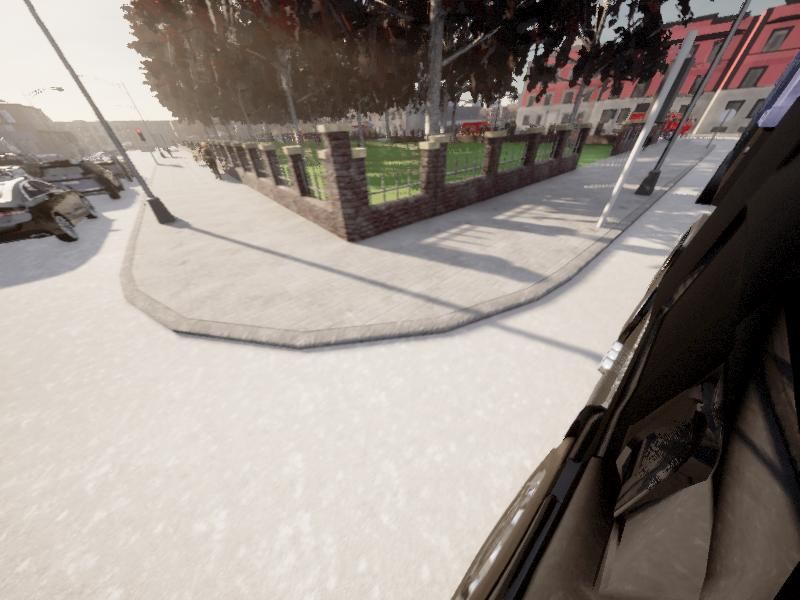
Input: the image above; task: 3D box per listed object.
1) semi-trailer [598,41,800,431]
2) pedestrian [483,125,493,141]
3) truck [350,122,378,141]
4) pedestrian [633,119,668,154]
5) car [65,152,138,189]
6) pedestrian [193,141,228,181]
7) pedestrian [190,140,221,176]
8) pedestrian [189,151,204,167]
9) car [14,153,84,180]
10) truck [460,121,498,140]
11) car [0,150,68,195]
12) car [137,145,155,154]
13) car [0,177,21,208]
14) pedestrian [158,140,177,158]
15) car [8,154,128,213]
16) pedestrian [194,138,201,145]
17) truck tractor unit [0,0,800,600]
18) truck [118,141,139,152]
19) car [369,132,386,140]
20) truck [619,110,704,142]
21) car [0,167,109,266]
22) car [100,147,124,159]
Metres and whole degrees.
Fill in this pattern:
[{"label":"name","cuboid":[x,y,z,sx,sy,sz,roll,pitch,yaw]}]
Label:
[{"label":"semi-trailer","cuboid":[8.688,-3.606,4.247,14.254,4.402,2.717,-28,44,-30]},{"label":"pedestrian","cuboid":[12.881,-24.454,33.831,0.751,1.860,0.751,-28,44,-30]},{"label":"truck","cuboid":[-9.708,-44.857,61.480,2.891,3.827,8.468,-28,44,-30]},{"label":"pedestrian","cuboid":[17.012,-11.123,15.727,0.751,1.860,0.751,-26,43,-28]},{"label":"car","cuboid":[-19.059,-8.584,15.058,2.128,1.511,4.902,-30,45,-32]},{"label":"pedestrian","cuboid":[-10.664,-7.843,13.041,0.751,1.860,0.751,-27,43,-29]},{"label":"pedestrian","cuboid":[-12.467,-9.088,14.819,0.751,1.860,0.751,-28,43,-29]},{"label":"pedestrian","cuboid":[-17.193,-11.876,19.480,0.500,1.100,0.500,-28,44,-30]},{"label":"car","cuboid":[-28.376,-11.015,18.905,1.837,1.490,4.892,-28,43,-30]},{"label":"truck","cuboid":[13.361,-28.739,39.245,2.627,2.467,5.204,-28,44,-30]},{"label":"car","cuboid":[-23.026,-7.773,13.909,1.932,1.855,4.605,-26,43,-28]},{"label":"car","cuboid":[-53.890,-31.981,49.006,1.970,1.475,3.806,-28,44,-30]},{"label":"car","cuboid":[-18.471,-4.228,9.189,2.128,1.511,4.902,-28,44,-30]},{"label":"pedestrian","cuboid":[-29.299,-19.008,29.142,0.751,1.860,0.751,-17,39,-19]},{"label":"car","cuboid":[-14.705,-5.592,10.685,2.033,1.649,4.856,-29,44,-31]},{"label":"pedestrian","cuboid":[-62.761,-49.212,71.639,0.751,1.860,0.751,-19,40,-21]},{"label":"truck tractor unit","cuboid":[2.645,-0.295,0.351,6.516,4.208,3.053,-28,44,-30]},{"label":"truck","cuboid":[-70.590,-39.956,60.120,2.390,2.098,6.274,-28,44,-30]},{"label":"car","cuboid":[-6.138,-45.312,63.664,2.033,1.649,4.856,-28,44,-30]},{"label":"truck","cuboid":[27.912,-18.732,24.939,2.627,2.467,5.204,-27,43,-29]},{"label":"car","cuboid":[-10.531,-2.509,6.396,2.128,1.511,4.902,-28,44,-30]},{"label":"car","cuboid":[-50.054,-25.655,40.253,1.812,1.442,4.674,-28,44,-30]}]
